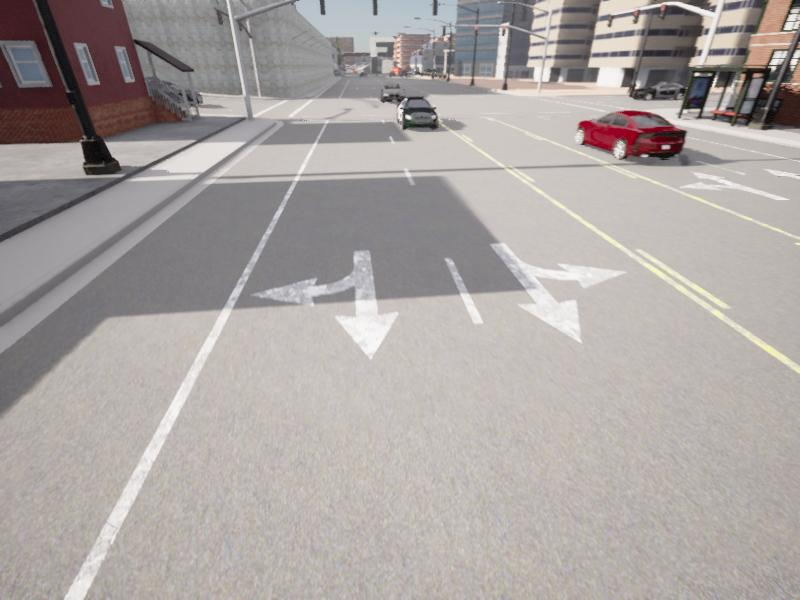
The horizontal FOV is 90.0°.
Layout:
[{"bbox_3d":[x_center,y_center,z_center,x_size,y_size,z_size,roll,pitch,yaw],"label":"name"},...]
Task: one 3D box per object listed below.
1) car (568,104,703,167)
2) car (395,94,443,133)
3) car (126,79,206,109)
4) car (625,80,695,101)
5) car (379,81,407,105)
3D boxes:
[{"bbox_3d":[8.712,-6.518,15.485,1.882,1.535,5.008,-3,30,-4],"label":"car"},{"bbox_3d":[0.924,-10.622,22.587,2.038,1.542,4.974,-3,31,-4],"label":"car"},{"bbox_3d":[-18.217,-16.228,31.431,4.856,1.649,2.033,1,30,-7],"label":"car"},{"bbox_3d":[24.699,-19.957,38.121,5.238,1.638,1.930,-3,30,-5],"label":"car"},{"bbox_3d":[-0.695,-19.464,37.551,2.242,1.667,4.611,-3,31,-4],"label":"car"}]
